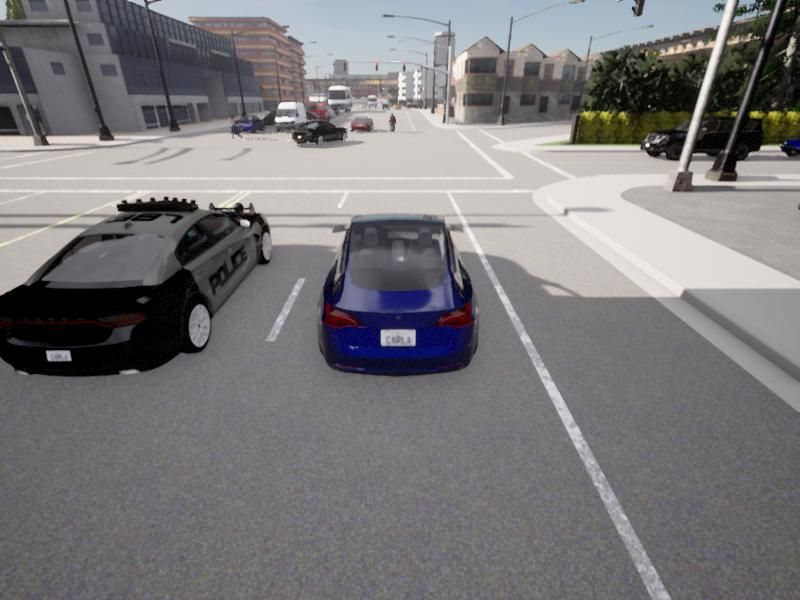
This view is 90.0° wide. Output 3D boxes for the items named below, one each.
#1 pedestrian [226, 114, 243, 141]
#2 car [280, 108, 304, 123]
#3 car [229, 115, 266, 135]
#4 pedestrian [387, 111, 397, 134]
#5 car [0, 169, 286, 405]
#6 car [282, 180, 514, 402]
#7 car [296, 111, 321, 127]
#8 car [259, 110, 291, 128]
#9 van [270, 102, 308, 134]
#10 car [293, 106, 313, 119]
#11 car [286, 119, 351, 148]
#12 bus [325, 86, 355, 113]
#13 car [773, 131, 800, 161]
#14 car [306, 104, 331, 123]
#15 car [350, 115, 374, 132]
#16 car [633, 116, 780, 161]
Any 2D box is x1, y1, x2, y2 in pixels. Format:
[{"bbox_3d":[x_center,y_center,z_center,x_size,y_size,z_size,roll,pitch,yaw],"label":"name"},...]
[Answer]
[{"bbox_3d":[-12.784,-13.361,30.909,0.751,1.860,0.751,-21,33,-36],"label":"pedestrian"},{"bbox_3d":[-14.338,-24.701,53.489,1.882,1.535,5.008,0,28,0],"label":"car"},{"bbox_3d":[-14.232,-16.540,37.671,1.816,1.474,4.193,0,27,0],"label":"car"},{"bbox_3d":[-0.717,-16.327,36.795,0.751,1.860,0.751,9,28,18],"label":"pedestrian"},{"bbox_3d":[-3.523,-0.787,6.318,1.930,1.638,5.238,0,27,0],"label":"car"},{"bbox_3d":[-0.030,-0.637,6.194,2.163,1.488,4.792,0,27,0],"label":"car"},{"bbox_3d":[-10.720,-21.408,47.283,1.812,1.442,4.674,0,27,0],"label":"car"},{"bbox_3d":[-14.280,-20.832,45.956,1.930,1.638,5.238,0,27,0],"label":"car"},{"bbox_3d":[-10.738,-18.000,39.376,1.988,2.561,5.915,0,27,0],"label":"van"},{"bbox_3d":[-14.383,-27.910,59.584,1.837,1.490,4.892,0,28,0],"label":"car"},{"bbox_3d":[-5.657,-11.988,28.579,1.882,1.535,5.008,12,29,22],"label":"car"},{"bbox_3d":[-10.863,-37.196,74.200,3.944,4.253,10.273,0,27,0],"label":"bus"},{"bbox_3d":[23.279,-8.208,21.290,4.718,1.301,1.895,0,27,0],"label":"car"},{"bbox_3d":[-10.831,-25.076,53.654,2.150,2.045,5.566,0,28,0],"label":"car"},{"bbox_3d":[-3.832,-17.993,40.672,1.994,1.385,4.181,0,27,0],"label":"car"},{"bbox_3d":[15.946,-8.551,21.136,5.566,2.045,2.150,0,27,0],"label":"car"}]
